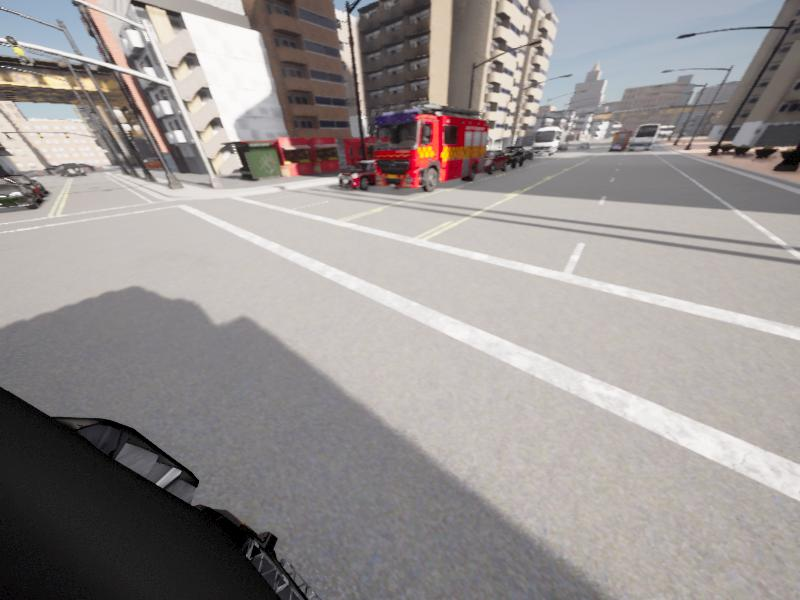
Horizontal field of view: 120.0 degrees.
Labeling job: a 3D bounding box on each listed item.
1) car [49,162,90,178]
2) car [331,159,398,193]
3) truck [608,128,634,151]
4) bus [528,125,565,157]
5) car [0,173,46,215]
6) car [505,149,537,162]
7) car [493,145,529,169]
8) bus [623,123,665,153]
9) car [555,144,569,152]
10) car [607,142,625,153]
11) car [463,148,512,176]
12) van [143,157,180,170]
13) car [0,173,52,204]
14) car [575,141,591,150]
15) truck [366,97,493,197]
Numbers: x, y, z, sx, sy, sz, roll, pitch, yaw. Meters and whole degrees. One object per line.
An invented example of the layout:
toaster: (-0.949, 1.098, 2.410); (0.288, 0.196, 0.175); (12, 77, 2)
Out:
car: (-52.865, -20.789, 36.935); (3.866, 1.878, 1.905); (7, 35, 15)
car: (-2.106, -8.071, 14.841); (1.970, 1.475, 3.806); (23, 41, 33)
truck: (50.073, -36.400, 52.267); (2.891, 3.827, 8.468); (23, 42, 33)
bus: (26.822, -28.824, 42.166); (3.944, 4.253, 10.273); (17, 38, 28)
car: (-22.337, -5.921, 12.839); (5.027, 1.651, 2.152); (24, 42, 34)
car: (16.585, -19.782, 31.623); (4.181, 1.385, 1.994); (-26, 40, -32)
car: (11.299, -14.568, 23.516); (1.905, 1.878, 3.866); (23, 41, 33)
bus: (47.583, -31.809, 45.327); (3.944, 4.253, 10.273); (23, 42, 33)
car: (39.358, -36.915, 56.071); (1.994, 1.385, 4.181); (23, 42, 33)
car: (42.994, -30.382, 45.896); (2.033, 1.649, 4.856); (23, 42, 33)
car: (7.471, -11.842, 19.679); (2.097, 1.767, 4.553); (23, 41, 33)
van: (-46.680, -26.760, 45.255); (1.775, 1.987, 4.442); (23, 42, 33)
car: (-27.640, -8.172, 16.699); (4.792, 1.488, 2.163); (23, 42, 33)
car: (46.241, -38.863, 58.209); (2.242, 1.667, 4.611); (23, 42, 33)
truck: (2.238, -9.088, 13.981); (2.891, 3.827, 8.468); (23, 41, 33)
